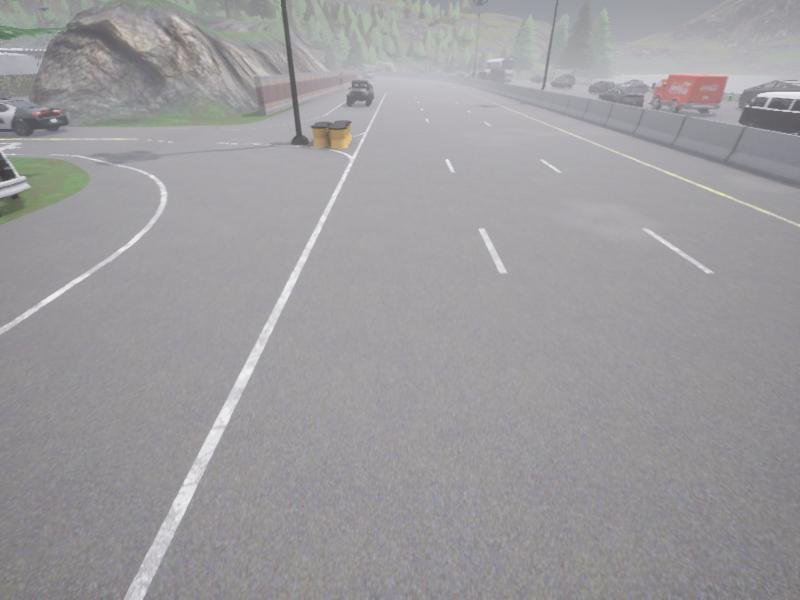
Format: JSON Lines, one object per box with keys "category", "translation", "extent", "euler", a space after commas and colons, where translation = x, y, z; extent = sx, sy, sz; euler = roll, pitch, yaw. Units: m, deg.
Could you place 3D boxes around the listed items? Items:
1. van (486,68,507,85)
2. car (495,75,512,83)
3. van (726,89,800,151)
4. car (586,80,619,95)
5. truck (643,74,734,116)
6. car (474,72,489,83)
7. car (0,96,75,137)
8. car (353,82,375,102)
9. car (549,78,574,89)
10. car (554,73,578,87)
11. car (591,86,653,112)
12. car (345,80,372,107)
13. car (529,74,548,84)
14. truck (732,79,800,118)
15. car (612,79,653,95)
{"category": "van", "translation": [17.423, -40.617, 72.693], "extent": [1.988, 2.561, 5.915], "euler": [-1, 30, -2]}
{"category": "car", "translation": [20.589, -43.962, 79.658], "extent": [1.895, 1.301, 4.718], "euler": [-2, 30, -3]}
{"category": "van", "translation": [17.495, -8.090, 17.758], "extent": [2.069, 2.038, 4.480], "euler": [0, 30, 0]}
{"category": "car", "translation": [24.380, -25.687, 48.320], "extent": [1.816, 1.474, 4.193], "euler": [0, 30, 0]}
{"category": "truck", "translation": [20.988, -15.272, 29.582], "extent": [2.627, 2.467, 5.204], "euler": [0, 30, 0]}
{"category": "car", "translation": [16.752, -46.108, 82.760], "extent": [1.905, 1.878, 3.866], "euler": [-3, 31, -5]}
{"category": "car", "translation": [-18.814, -8.637, 18.803], "extent": [4.974, 1.542, 2.038], "euler": [0, 30, 0]}
{"category": "car", "translation": [-3.515, -20.726, 39.787], "extent": [1.789, 1.549, 3.705], "euler": [0, 30, 0]}
{"category": "car", "translation": [24.477, -32.850, 60.708], "extent": [1.895, 1.301, 4.718], "euler": [0, 30, 0]}
{"category": "car", "translation": [27.974, -37.162, 67.499], "extent": [1.932, 1.855, 4.605], "euler": [0, 30, 0]}
{"category": "car", "translation": [17.485, -16.052, 31.859], "extent": [2.128, 1.511, 4.902], "euler": [0, 30, 0]}
{"category": "car", "translation": [-3.514, -17.890, 34.615], "extent": [1.905, 1.878, 3.866], "euler": [0, 30, 0]}
{"category": "car", "translation": [27.590, -44.107, 79.760], "extent": [2.007, 1.525, 4.514], "euler": [-2, 30, -3]}
{"category": "truck", "translation": [27.989, -14.759, 29.075], "extent": [2.390, 2.098, 6.274], "euler": [0, 30, 0]}
{"category": "car", "translation": [27.980, -25.802, 48.425], "extent": [2.038, 1.542, 4.974], "euler": [0, 30, 0]}
